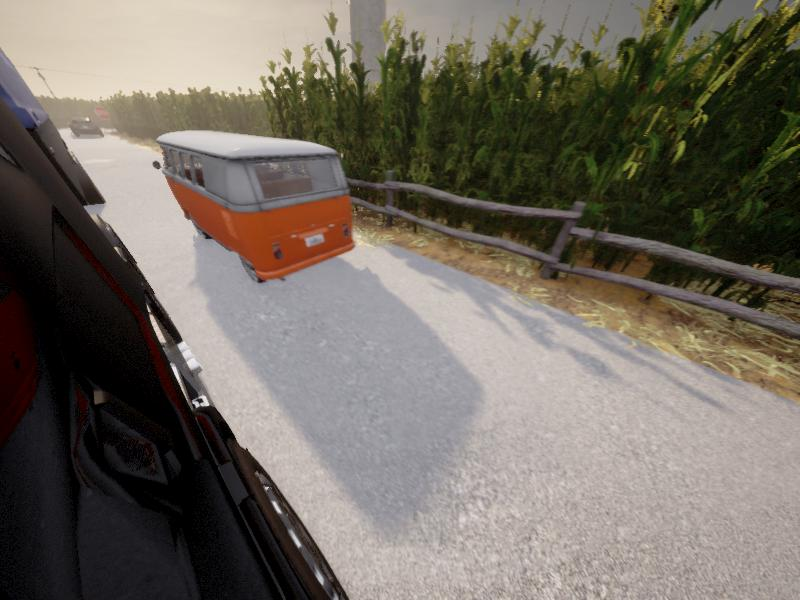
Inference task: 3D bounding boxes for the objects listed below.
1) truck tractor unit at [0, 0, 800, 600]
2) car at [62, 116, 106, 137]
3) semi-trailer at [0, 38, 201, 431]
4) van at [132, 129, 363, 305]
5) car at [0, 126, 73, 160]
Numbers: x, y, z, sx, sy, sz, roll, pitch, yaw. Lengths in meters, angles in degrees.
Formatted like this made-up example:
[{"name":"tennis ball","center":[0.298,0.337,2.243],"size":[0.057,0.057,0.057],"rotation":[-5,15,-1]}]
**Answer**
[{"name":"truck tractor unit","center":[-2.645,-0.295,0.351],"size":[6.516,4.208,3.053],"rotation":[28,44,30]},{"name":"car","center":[-35.738,-19.597,26.135],"size":[4.611,1.667,2.242],"rotation":[28,44,30]},{"name":"semi-trailer","center":[-8.671,-3.625,4.253],"size":[14.254,4.402,2.717],"rotation":[28,44,30]},{"name":"van","center":[-2.949,-2.009,4.494],"size":[4.442,1.987,1.775],"rotation":[28,43,30]},{"name":"car","center":[-21.488,-9.325,13.644],"size":[4.718,1.301,1.895],"rotation":[27,43,29]}]
